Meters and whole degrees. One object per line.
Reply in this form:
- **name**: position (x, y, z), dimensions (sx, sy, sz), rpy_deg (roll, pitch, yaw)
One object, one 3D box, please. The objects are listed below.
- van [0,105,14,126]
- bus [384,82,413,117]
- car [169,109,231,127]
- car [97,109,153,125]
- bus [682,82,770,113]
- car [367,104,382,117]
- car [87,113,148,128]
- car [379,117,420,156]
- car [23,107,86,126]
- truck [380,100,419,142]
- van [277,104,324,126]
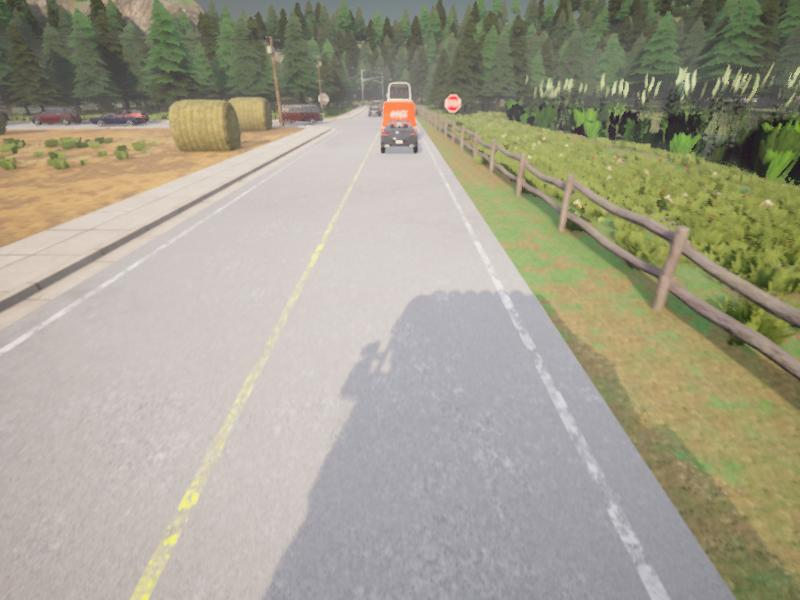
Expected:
- **van**: position (-46.010, -20.305, 44.097), dimensions (4.442, 1.987, 1.775), rpy_deg (-2, 27, -2)
- **bus**: position (-0.223, -29.944, 59.671), dimensions (3.944, 4.253, 10.273), rpy_deg (0, 27, 0)
- **car**: position (-20.947, -19.192, 42.133), dimensions (5.366, 1.575, 1.801), rpy_deg (-2, 27, -2)
- **car**: position (-30.707, -20.517, 44.846), dimensions (4.514, 1.525, 2.007), rpy_deg (-2, 27, -2)
- **bus**: position (52.788, -33.149, 65.368), dimensions (3.944, 4.253, 10.273), rpy_deg (-7, 28, -12)
- **car**: position (-3.581, -26.722, 56.424), dimensions (1.789, 1.549, 3.705), rpy_deg (0, 27, 0)
- **car**: position (-29.425, -18.835, 41.843), dimensions (4.718, 1.301, 1.895), rpy_deg (-2, 27, -2)
- **car**: position (-0.039, -9.698, 23.494), dimensions (2.152, 1.651, 5.027), rpy_deg (0, 27, 0)
- **car**: position (-38.305, -20.429, 44.465), dimensions (4.553, 1.767, 2.097), rpy_deg (-2, 27, -2)
- **truck**: position (-0.048, -13.311, 29.539), dimensions (2.627, 2.467, 5.204), rpy_deg (0, 27, 0)
- **van**: position (-10.447, -19.662, 42.491), dimensions (4.442, 1.987, 1.775), rpy_deg (-2, 28, -3)
